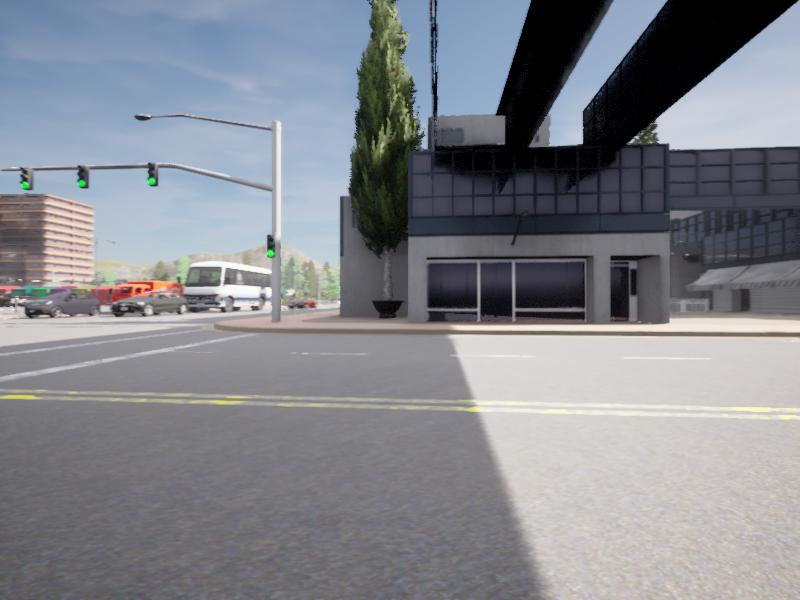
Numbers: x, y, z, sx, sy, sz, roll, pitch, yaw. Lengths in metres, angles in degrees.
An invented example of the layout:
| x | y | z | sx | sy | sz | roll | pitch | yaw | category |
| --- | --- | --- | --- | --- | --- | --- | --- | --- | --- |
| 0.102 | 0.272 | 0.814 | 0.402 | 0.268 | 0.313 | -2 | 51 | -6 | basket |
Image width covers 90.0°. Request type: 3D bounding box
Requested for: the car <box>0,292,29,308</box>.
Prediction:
| x | y | z | sx | sy | sz | roll | pitch | yaw | category |
| --- | --- | --- | --- | --- | --- | --- | --- | --- | --- |
| -49.272 | 0.003 | 49.825 | 4.605 | 1.855 | 1.932 | 0 | 0 | 5 | car |

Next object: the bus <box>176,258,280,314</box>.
| x | y | z | sx | sy | sz | roll | pitch | yaw | category |
| --- | --- | --- | --- | --- | --- | --- | --- | --- | --- |
| -14.753 | -1.056 | 35.876 | 3.944 | 4.253 | 10.273 | 0 | 0 | 7 | bus |

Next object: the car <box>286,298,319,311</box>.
| x | y | z | sx | sy | sz | roll | pitch | yaw | category |
| --- | --- | --- | --- | --- | --- | --- | --- | --- | --- |
| -10.435 | 0.438 | 43.308 | 1.895 | 1.301 | 4.718 | 0 | 0 | 7 | car |

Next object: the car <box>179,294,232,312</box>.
| x | y | z | sx | sy | sz | roll | pitch | yaw | category |
| --- | --- | --- | --- | --- | --- | --- | --- | --- | --- |
| -18.174 | 0.284 | 37.737 | 1.801 | 1.575 | 5.366 | 0 | 0 | 7 | car |

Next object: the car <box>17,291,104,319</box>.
| x | y | z | sx | sy | sz | roll | pitch | yaw | category |
| --- | --- | --- | --- | --- | --- | --- | --- | --- | --- |
| -19.832 | 0.279 | 23.590 | 1.845 | 1.501 | 3.633 | 0 | 0 | 6 | car |

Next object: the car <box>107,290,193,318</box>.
| x | y | z | sx | sy | sz | roll | pitch | yaw | category |
| --- | --- | --- | --- | --- | --- | --- | --- | --- | --- |
| -16.052 | 0.238 | 26.107 | 2.152 | 1.651 | 5.027 | 0 | 0 | 5 | car |

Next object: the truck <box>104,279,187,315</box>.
| x | y | z | sx | sy | sz | roll | pitch | yaw | category |
| --- | --- | --- | --- | --- | --- | --- | --- | --- | --- |
| -19.073 | -0.177 | 30.345 | 2.627 | 2.467 | 5.204 | 0 | 0 | 7 | truck |
